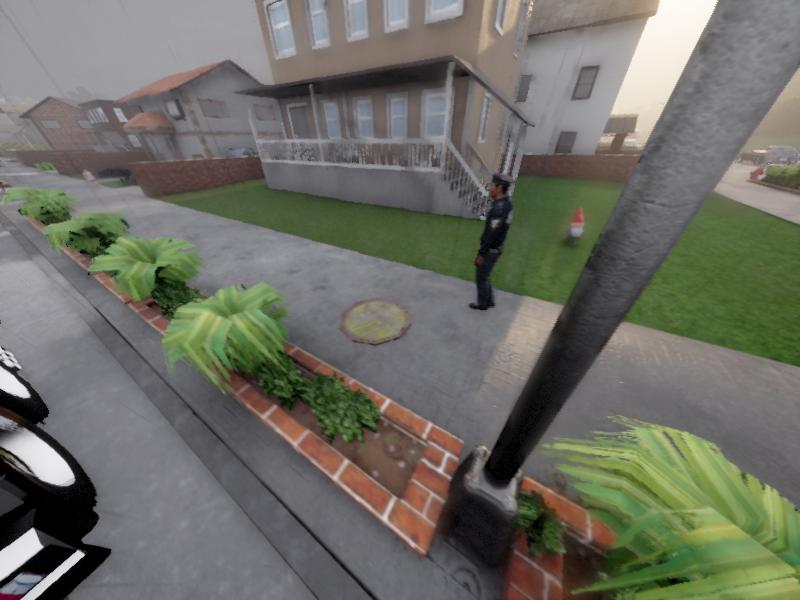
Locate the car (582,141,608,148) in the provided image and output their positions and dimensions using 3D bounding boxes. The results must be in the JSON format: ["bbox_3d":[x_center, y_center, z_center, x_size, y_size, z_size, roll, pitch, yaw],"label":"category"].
[{"bbox_3d":[53.504,-42.602,63.319,5.357,1.415,2.033,-5,35,-7],"label":"car"}]

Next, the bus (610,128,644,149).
[{"bbox_3d":[60.694,-43.435,62.113,3.944,4.253,10.273,19,39,25],"label":"bus"}]

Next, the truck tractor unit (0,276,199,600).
[{"bbox_3d":[-5.132,-0.279,0.753,6.516,4.208,3.053,17,39,23],"label":"truck tractor unit"}]

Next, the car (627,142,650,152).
[{"bbox_3d":[49.864,-32.017,48.368,2.152,1.651,5.027,19,39,25],"label":"car"}]

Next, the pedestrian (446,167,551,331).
[{"bbox_3d":[1.200,-0.634,3.048,0.751,1.860,0.751,19,39,25],"label":"pedestrian"}]

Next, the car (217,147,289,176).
[{"bbox_3d":[-10.161,-9.867,16.304,1.845,1.501,3.633,19,39,25],"label":"car"}]

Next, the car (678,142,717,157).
[{"bbox_3d":[44.625,-22.707,34.792,2.033,1.649,4.856,19,39,25],"label":"car"}]

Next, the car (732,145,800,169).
[{"bbox_3d":[35.351,-13.854,22.167,2.152,1.651,5.027,19,39,25],"label":"car"}]

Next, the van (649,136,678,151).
[{"bbox_3d":[54.506,-32.521,47.964,1.988,2.561,5.915,19,39,25],"label":"van"}]
